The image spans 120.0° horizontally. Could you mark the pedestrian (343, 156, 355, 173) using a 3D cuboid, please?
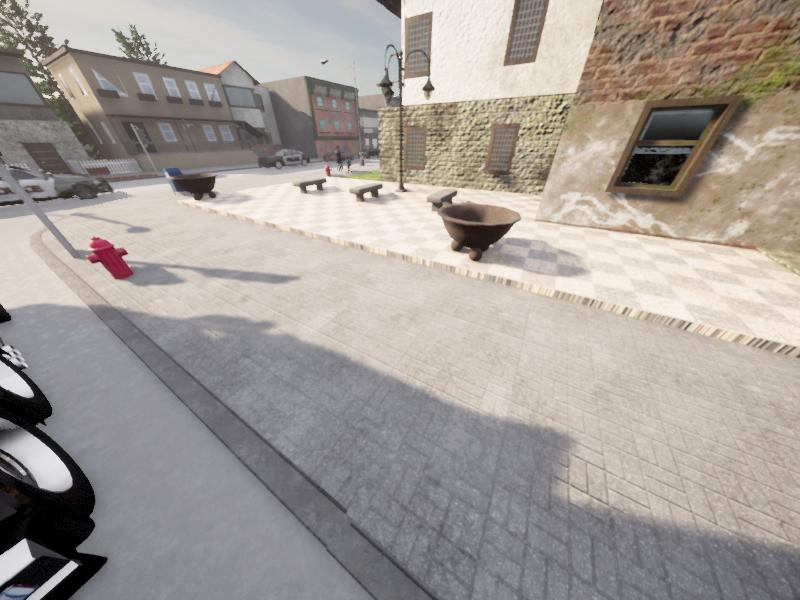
[{"bbox_3d":[-3.963,-10.575,17.990,0.500,1.100,0.500,17,38,23],"label":"pedestrian"}]

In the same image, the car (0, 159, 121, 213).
[{"bbox_3d":[-15.923,-4.800,9.654,2.038,1.542,4.974,19,39,25],"label":"car"}]

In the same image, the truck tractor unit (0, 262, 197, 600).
[{"bbox_3d":[-5.109,-0.302,0.787,6.516,4.208,3.053,18,39,24],"label":"truck tractor unit"}]

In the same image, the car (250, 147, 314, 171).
[{"bbox_3d":[-11.310,-13.932,22.628,1.930,1.638,5.238,18,39,24],"label":"car"}]

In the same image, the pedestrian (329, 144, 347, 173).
[{"bbox_3d":[-4.720,-10.873,17.759,0.751,1.860,0.751,19,39,25],"label":"pedestrian"}]
